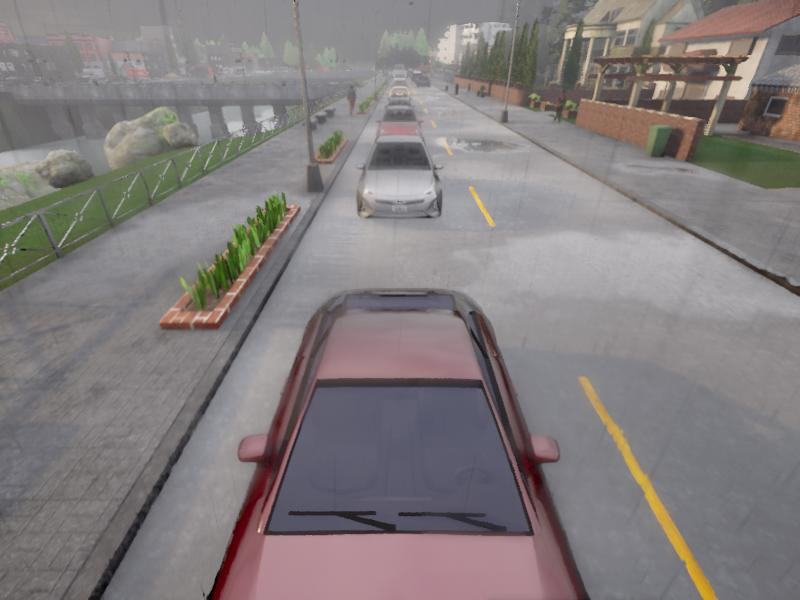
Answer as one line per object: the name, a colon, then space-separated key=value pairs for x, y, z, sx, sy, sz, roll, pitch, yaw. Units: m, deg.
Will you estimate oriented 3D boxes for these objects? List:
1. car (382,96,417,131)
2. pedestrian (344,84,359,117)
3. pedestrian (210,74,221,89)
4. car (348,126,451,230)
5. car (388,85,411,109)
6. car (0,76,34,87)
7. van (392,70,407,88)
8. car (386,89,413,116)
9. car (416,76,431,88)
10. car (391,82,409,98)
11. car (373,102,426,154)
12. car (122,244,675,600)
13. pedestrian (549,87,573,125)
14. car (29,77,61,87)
car: x=-0.017 y=-10.826 z=23.059 sx=1.816 sy=1.474 sz=4.193 roll=0 pitch=30 yaw=0
pedestrian: x=-3.192 y=-13.162 z=26.416 sx=0.751 sy=1.860 sz=0.751 roll=3 pitch=30 yaw=6
pedestrian: x=-26.113 y=-31.064 z=56.762 sx=0.751 sy=1.860 sz=0.751 roll=18 pitch=35 yaw=27
car: x=-0.009 y=-3.303 z=10.143 sx=2.007 sy=1.525 sz=4.514 roll=0 pitch=30 yaw=0
car: x=-0.024 y=-17.726 z=34.797 sx=1.882 sy=1.535 sz=5.008 roll=0 pitch=30 yaw=0
car: x=-65.727 y=-37.318 z=68.338 sx=1.837 sy=1.490 sz=4.892 roll=0 pitch=30 yaw=0
van: x=-0.042 y=-36.504 z=66.017 sx=2.351 sy=2.431 sz=6.366 roll=0 pitch=30 yaw=0
car: x=-0.021 y=-14.502 z=29.293 sx=1.845 sy=1.501 sz=3.633 roll=0 pitch=30 yaw=0
car: x=3.958 y=-37.448 z=68.518 sx=2.242 sy=1.667 sz=4.611 roll=0 pitch=30 yaw=0
car: x=-0.030 y=-24.286 z=46.179 sx=1.994 sy=1.385 sz=4.181 roll=0 pitch=31 yaw=0
car: x=-0.013 y=-7.676 z=17.621 sx=2.007 sy=1.525 sz=4.514 roll=0 pitch=30 yaw=0
car: x=-0.006 y=1.025 z=2.930 sx=1.994 sy=1.385 sz=4.181 roll=0 pitch=30 yaw=0
pedestrian: x=9.178 y=-11.071 z=22.841 sx=0.751 sy=1.860 sz=0.751 roll=-1 pitch=30 yaw=-1
car: x=-61.728 y=-37.982 z=69.583 sx=1.970 sy=1.475 sz=3.806 roll=0 pitch=30 yaw=0
